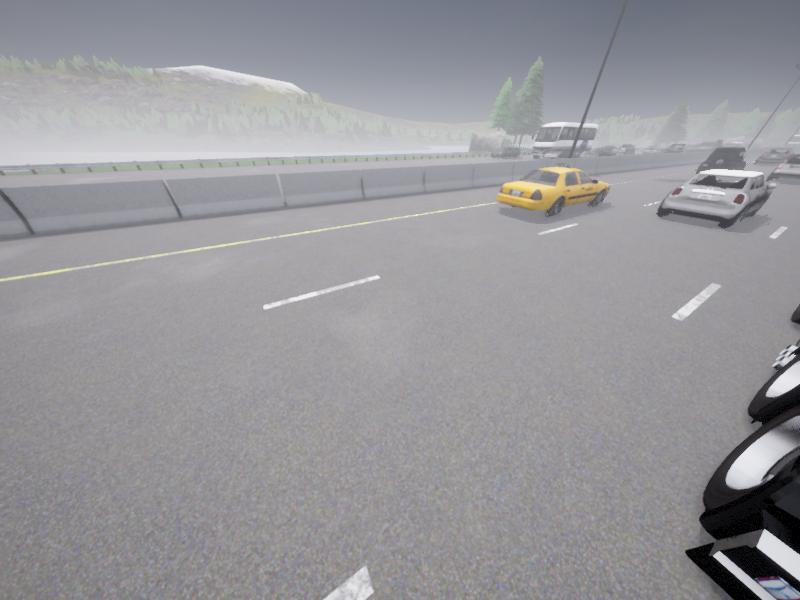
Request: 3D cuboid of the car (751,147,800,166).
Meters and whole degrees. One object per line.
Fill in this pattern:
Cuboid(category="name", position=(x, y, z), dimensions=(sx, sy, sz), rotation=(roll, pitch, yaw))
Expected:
Cuboid(category="car", position=(44.261, -16.868, 27.084), dimensions=(4.611, 1.667, 2.242), rotation=(-18, 39, -24))

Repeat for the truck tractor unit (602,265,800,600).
Cuboid(category="truck tractor unit", position=(5.112, -0.300, 0.781), dimensions=(6.516, 4.208, 3.053), rotation=(-18, 39, -24))

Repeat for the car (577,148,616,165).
Cuboid(category="car", position=(22.864, -16.767, 26.898), dimensions=(3.705, 1.549, 1.789), rotation=(-18, 39, -25))

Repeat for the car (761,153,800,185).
Cuboid(category="car", position=(27.182, -8.967, 15.668), dimensions=(3.988, 1.617, 1.851), rotation=(-18, 39, -24))

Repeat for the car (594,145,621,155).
Cuboid(category="car", position=(40.799, -29.524, 45.373), dimensions=(4.514, 1.525, 2.007), rotation=(-18, 39, -24))

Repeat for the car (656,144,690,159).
Cuboid(category="car", position=(42.906, -23.441, 36.326), dimensions=(3.866, 1.878, 1.905), rotation=(-18, 39, -24))

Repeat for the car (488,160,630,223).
Cuboid(category="car", position=(6.224, -4.435, 9.033), dimensions=(5.366, 1.575, 1.801), rotation=(-18, 39, -24))

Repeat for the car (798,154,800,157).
Cuboid(category="car", position=(73.617, -26.428, 41.040), dimensions=(4.856, 1.649, 2.033), rotation=(-18, 39, -24))

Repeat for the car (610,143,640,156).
Cuboid(category="car", position=(40.869, -27.383, 41.993), dimensions=(4.605, 1.855, 1.932), rotation=(-18, 39, -25))

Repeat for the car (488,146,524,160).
Cuboid(category="car", position=(15.235, -21.192, 33.226), dimensions=(4.514, 1.525, 2.007), rotation=(-18, 39, -24))

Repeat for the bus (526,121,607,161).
Cuboid(category="bus", position=(23.673, -22.673, 33.025), dimensions=(10.273, 4.253, 3.944), rotation=(-18, 39, -24))

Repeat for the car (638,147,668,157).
Cuboid(category="car", position=(44.376, -25.982, 40.509), dimensions=(4.718, 1.301, 1.895), rotation=(-18, 39, -24))

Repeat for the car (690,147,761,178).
Cuboid(category="car", position=(25.373, -10.804, 18.045), dimensions=(3.866, 1.878, 1.905), rotation=(-18, 39, -24))

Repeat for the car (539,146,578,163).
Cuboid(category="car", position=(19.686, -18.063, 28.689), dimensions=(3.988, 1.617, 1.851), rotation=(-18, 39, -24))

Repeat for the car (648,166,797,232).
Cuboid(category="car", position=(11.256, -3.725, 8.138), dimensions=(3.806, 1.475, 1.970), rotation=(-18, 39, -24))
